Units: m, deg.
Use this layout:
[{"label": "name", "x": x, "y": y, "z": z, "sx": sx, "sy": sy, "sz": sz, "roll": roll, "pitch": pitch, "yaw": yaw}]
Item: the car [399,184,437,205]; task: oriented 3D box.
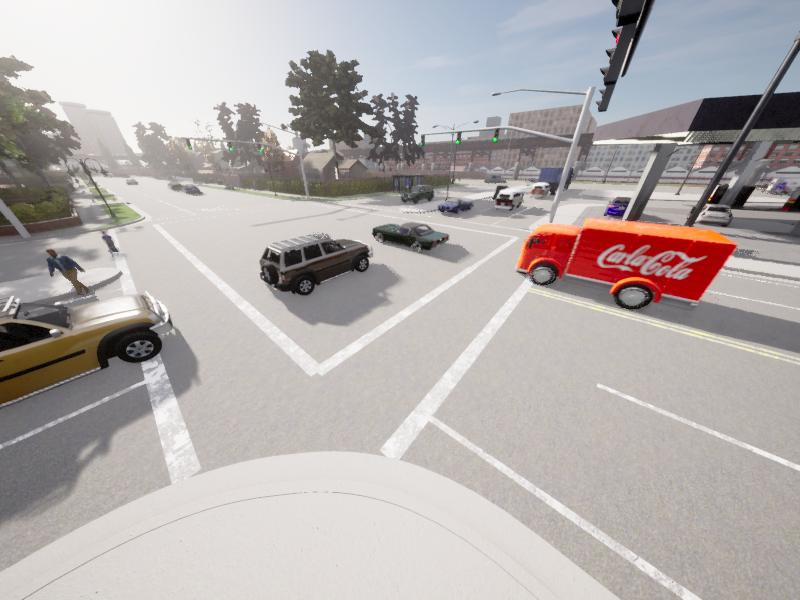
[{"label": "car", "x": 2.479, "y": -14.378, "z": 31.262, "sx": 2.150, "sy": 2.045, "sz": 5.566, "roll": 23, "pitch": 37, "yaw": 34}]

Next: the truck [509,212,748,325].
[{"label": "truck", "x": 7.469, "y": -1.597, "z": 8.693, "sx": 5.204, "sy": 2.467, "sz": 2.627, "roll": 21, "pitch": 36, "yaw": 32}]

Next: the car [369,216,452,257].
[{"label": "car", "x": 0.483, "y": -3.988, "z": 14.019, "sx": 4.718, "sy": 1.301, "sz": 1.895, "roll": 23, "pitch": 37, "yaw": 34}]

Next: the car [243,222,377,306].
[{"label": "car", "x": -3.332, "y": -1.782, "z": 9.614, "sx": 1.932, "sy": 1.855, "sz": 4.605, "roll": 22, "pitch": 37, "yaw": 34}]

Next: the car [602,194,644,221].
[{"label": "car", "x": 21.088, "y": -8.924, "z": 21.955, "sx": 2.242, "sy": 1.667, "sz": 4.611, "roll": 23, "pitch": 37, "yaw": 34}]

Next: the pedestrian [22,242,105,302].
[{"label": "pedestrian", "x": -11.752, "y": -0.975, "z": 8.185, "sx": 0.751, "sy": 1.860, "sz": 0.751, "roll": -16, "pitch": 33, "yaw": -25}]

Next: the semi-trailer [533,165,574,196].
[{"label": "semi-trailer", "x": 28.109, "y": -21.858, "z": 41.845, "sx": 2.717, "sy": 4.402, "sz": 14.254, "roll": 23, "pitch": 37, "yaw": 34}]

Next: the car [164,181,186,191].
[{"label": "car", "x": -46.037, "y": -23.385, "z": 47.269, "sx": 5.238, "sy": 1.638, "sz": 1.930, "roll": 22, "pitch": 37, "yaw": 33}]

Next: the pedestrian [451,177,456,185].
[{"label": "pedestrian", "x": 13.496, "y": -29.935, "z": 58.041, "sx": 0.751, "sy": 1.860, "sz": 0.751, "roll": 21, "pitch": 36, "yaw": 32}]

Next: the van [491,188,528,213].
[{"label": "van", "x": 12.348, "y": -11.314, "z": 25.967, "sx": 2.069, "sy": 2.038, "sz": 4.480, "roll": 22, "pitch": 37, "yaw": 34}]

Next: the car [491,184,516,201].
[{"label": "car", "x": 15.092, "y": -15.651, "z": 33.623, "sx": 1.905, "sy": 1.878, "sz": 3.866, "roll": 23, "pitch": 37, "yaw": 34}]

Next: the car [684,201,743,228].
[{"label": "car", "x": 25.999, "y": -7.245, "z": 19.370, "sx": 1.970, "sy": 1.475, "sz": 3.806, "roll": 23, "pitch": 37, "yaw": 34}]

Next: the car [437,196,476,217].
[{"label": "car", "x": 5.959, "y": -9.881, "z": 24.225, "sx": 1.895, "sy": 1.301, "sz": 4.718, "roll": 22, "pitch": 37, "yaw": 34}]

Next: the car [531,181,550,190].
[{"label": "car", "x": 30.204, "y": -24.556, "z": 49.544, "sx": 2.033, "sy": 1.411, "sz": 5.357, "roll": 23, "pitch": 37, "yaw": 34}]

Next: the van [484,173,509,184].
[{"label": "van", "x": 27.221, "y": -34.252, "z": 65.193, "sx": 5.915, "sy": 2.561, "sz": 1.988, "roll": 23, "pitch": 37, "yaw": 34}]

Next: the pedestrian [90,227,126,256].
[{"label": "pedestrian", "x": -15.849, "y": -3.199, "z": 12.597, "sx": 0.751, "sy": 1.300, "sz": 0.751, "roll": 25, "pitch": 39, "yaw": 37}]

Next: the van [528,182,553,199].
[{"label": "van", "x": 21.864, "y": -17.060, "z": 35.911, "sx": 2.069, "sy": 2.038, "sz": 4.480, "roll": 22, "pitch": 37, "yaw": 33}]

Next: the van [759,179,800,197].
[{"label": "van", "x": 65.179, "y": -18.297, "z": 37.669, "sx": 6.366, "sy": 2.431, "sz": 2.351, "roll": 25, "pitch": 38, "yaw": 36}]

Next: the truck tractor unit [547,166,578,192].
[{"label": "truck tractor unit", "x": 33.181, "y": -24.808, "z": 47.152, "sx": 3.053, "sy": 4.208, "sz": 6.516, "roll": 23, "pitch": 38, "yaw": 34}]

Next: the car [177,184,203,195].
[{"label": "car", "x": -37.596, "y": -19.874, "z": 41.349, "sx": 4.792, "sy": 1.488, "sz": 2.163, "roll": 22, "pitch": 37, "yaw": 33}]

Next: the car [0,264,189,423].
[{"label": "car", "x": -7.942, "y": 0.999, "z": 4.797, "sx": 1.932, "sy": 1.855, "sz": 4.605, "roll": 22, "pitch": 37, "yaw": 34}]
